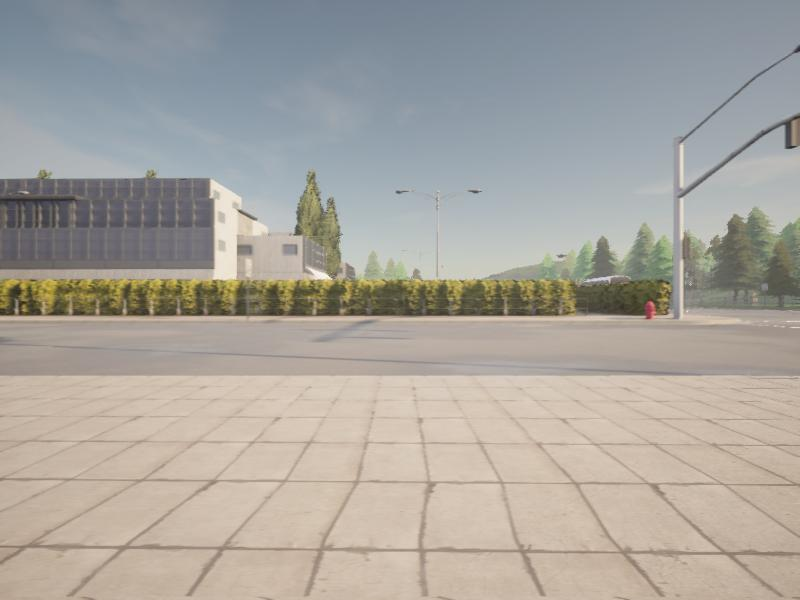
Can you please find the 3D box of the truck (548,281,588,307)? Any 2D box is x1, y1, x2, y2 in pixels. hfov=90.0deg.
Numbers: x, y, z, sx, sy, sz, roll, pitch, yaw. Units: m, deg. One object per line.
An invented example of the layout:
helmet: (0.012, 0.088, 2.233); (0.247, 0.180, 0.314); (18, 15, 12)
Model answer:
truck: (26.888, -0.920, 64.540); (2.891, 3.827, 8.468); (0, 0, 1)

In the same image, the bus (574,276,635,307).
bus: (30.186, -1.135, 59.728); (3.944, 4.253, 10.273); (0, -1, 1)
